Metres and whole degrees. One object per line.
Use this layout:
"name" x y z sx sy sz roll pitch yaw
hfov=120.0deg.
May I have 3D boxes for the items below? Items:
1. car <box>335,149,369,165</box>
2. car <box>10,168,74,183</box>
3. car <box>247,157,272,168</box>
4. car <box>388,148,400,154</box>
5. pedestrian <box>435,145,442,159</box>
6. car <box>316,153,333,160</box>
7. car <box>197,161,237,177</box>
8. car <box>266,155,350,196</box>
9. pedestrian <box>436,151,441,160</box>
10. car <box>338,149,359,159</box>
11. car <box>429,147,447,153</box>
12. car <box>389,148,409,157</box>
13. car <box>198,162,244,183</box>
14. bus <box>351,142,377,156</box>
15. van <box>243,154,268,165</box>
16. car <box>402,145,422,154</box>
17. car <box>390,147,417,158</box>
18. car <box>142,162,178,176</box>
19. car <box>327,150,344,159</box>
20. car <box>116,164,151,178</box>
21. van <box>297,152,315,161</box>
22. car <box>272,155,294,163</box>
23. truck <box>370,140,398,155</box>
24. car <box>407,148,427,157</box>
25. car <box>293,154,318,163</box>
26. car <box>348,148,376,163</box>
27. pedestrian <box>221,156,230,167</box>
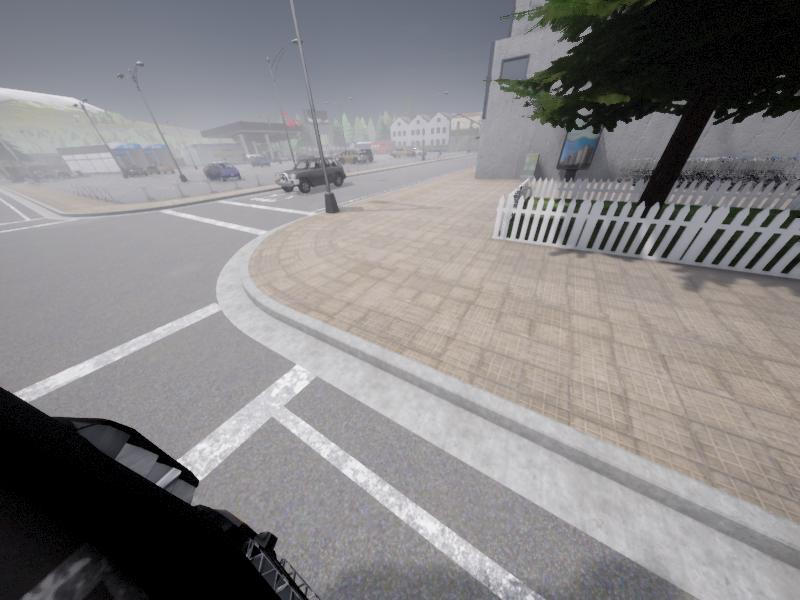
"car" -7.218 -21.511 34.802 4.605 1.855 1.932 17 38 27
"car" -56.871 -19.923 36.851 1.930 1.638 5.238 17 39 28
"car" -24.870 -24.394 40.908 3.633 1.501 1.845 17 38 27
"car" -1.949 -48.857 75.871 3.705 1.549 1.789 17 39 27
"pedestrian" 6.205 -23.624 36.996 0.751 1.860 0.751 -30 42 -35
"car" -19.661 -37.342 60.070 3.806 1.475 1.970 17 38 27
"car" -21.825 -15.605 27.561 3.806 1.475 1.970 17 38 27
"car" -5.707 -8.269 15.108 1.932 1.855 4.605 17 38 27
"pedestrian" 6.104 -22.693 36.289 0.500 1.100 0.500 -30 42 -34
"car" -12.447 -35.370 56.067 4.605 1.855 1.932 17 38 27
"car" 10.752 -42.548 65.629 4.718 1.301 1.895 17 39 27
"car" -0.284 -35.991 56.424 4.514 1.523 2.007 17 38 27
"car" -17.084 -12.221 22.082 3.633 1.501 1.845 17 38 27
"bus" -14.074 -60.312 91.964 3.944 4.253 10.273 17 39 28
"van" -36.316 -35.357 58.136 2.069 2.038 4.480 17 39 28
"car" 3.688 -45.029 69.247 5.566 2.045 2.150 17 39 27
"car" 0.681 -29.256 45.950 5.027 1.636 2.152 17 38 27
"car" -37.613 -20.587 36.184 5.027 1.636 2.152 17 38 27
"car" -17.408 -39.046 61.947 3.866 1.878 1.905 17 38 27
"car" -39.216 -19.030 33.981 4.514 1.523 2.007 17 38 27
"van" -28.035 -42.955 68.973 1.775 1.987 4.442 17 39 28
"car" -32.204 -38.946 63.621 2.038 1.542 4.974 17 39 28
"truck" -5.173 -48.495 73.529 8.468 3.827 2.891 17 39 27
"car" 3.780 -32.416 50.609 3.806 1.475 1.970 17 38 27
"car" -19.586 -29.292 47.833 4.514 1.523 2.007 17 38 27
"car" -6.043 -23.058 37.002 3.866 1.878 1.905 17 38 27
"pedestrian" -37.554 -29.763 49.650 0.751 1.860 0.751 17 38 27
